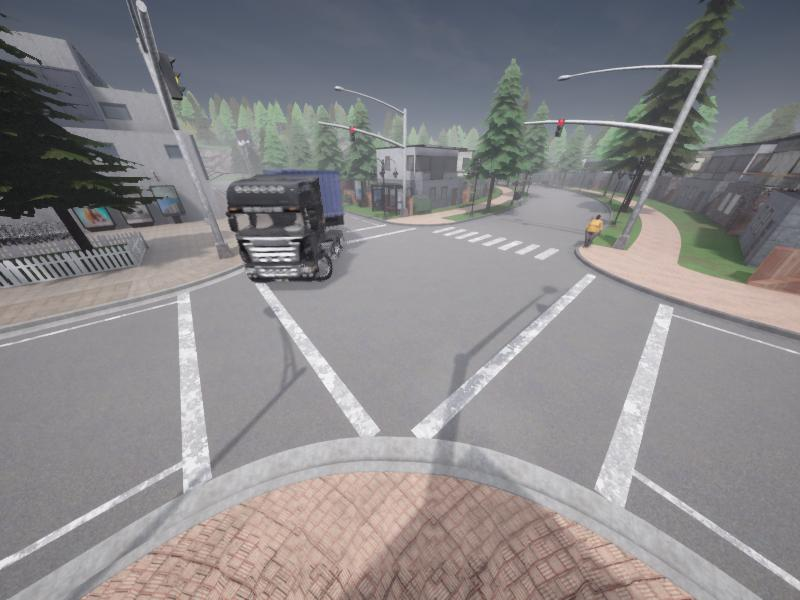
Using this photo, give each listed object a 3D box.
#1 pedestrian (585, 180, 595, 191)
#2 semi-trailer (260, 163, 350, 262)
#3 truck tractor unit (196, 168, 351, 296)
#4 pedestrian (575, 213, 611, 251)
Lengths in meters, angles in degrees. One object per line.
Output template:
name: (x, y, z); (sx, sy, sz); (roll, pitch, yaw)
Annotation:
pedestrian: (37.671, -22.746, 45.723); (0.751, 1.860, 0.751); (-15, 33, -24)
semi-trailer: (-7.574, -7.267, 16.726); (2.717, 4.402, 14.254); (-16, 34, -26)
truck tractor unit: (-4.510, -3.622, 10.622); (3.053, 4.208, 6.516); (-1, 30, -1)
pedestrian: (10.812, -3.848, 12.980); (0.751, 1.860, 0.751); (-17, 34, -27)
